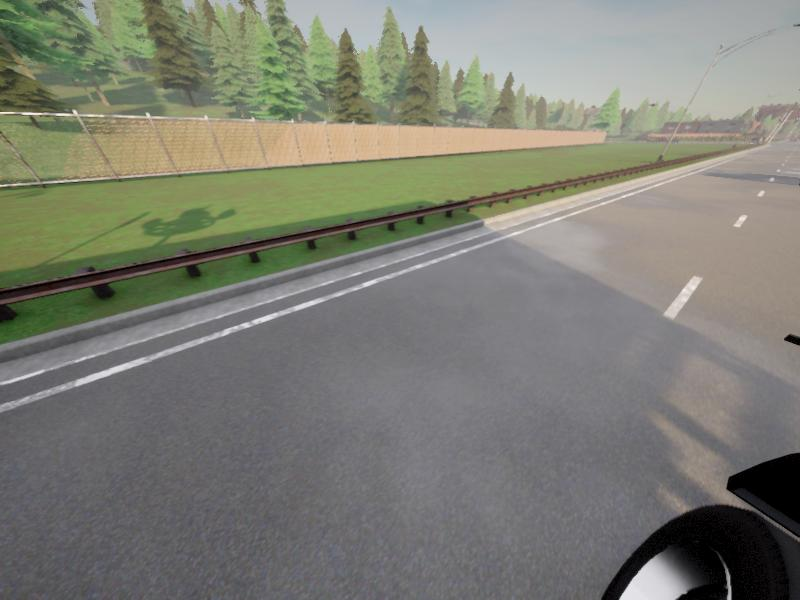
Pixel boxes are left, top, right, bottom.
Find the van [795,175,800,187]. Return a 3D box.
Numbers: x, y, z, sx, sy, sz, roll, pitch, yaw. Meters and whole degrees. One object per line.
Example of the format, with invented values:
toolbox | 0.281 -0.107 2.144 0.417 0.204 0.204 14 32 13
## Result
van | 23.199 -7.119 12.072 4.442 1.987 1.775 -22 41 -28
